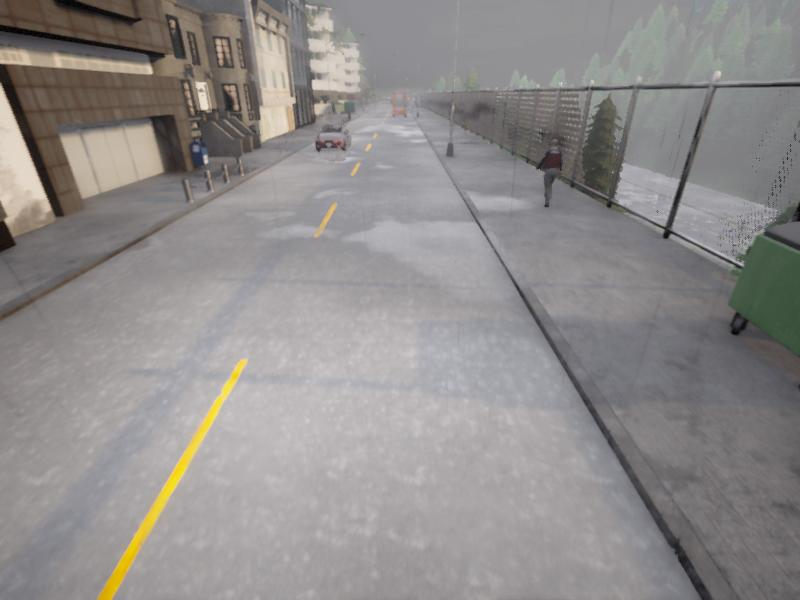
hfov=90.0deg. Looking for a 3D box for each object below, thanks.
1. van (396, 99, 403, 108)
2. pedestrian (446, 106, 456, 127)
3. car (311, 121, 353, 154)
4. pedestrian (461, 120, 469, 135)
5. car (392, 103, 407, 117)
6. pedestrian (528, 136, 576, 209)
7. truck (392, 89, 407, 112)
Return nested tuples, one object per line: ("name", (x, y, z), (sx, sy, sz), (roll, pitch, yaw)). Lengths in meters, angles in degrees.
("van", (-0.094, -49.942, 101.410), (1.775, 1.987, 4.442), (0, 27, 0))
("pedestrian", (4.957, -17.865, 38.962), (0.751, 1.860, 0.751), (1, 27, 2))
("car", (-4.024, -9.955, 24.359), (1.816, 1.474, 4.193), (0, 27, 0))
("pedestrian", (5.111, -13.498, 31.312), (0.500, 1.100, 0.500), (0, 27, 1))
("car", (-0.056, -28.672, 60.334), (2.097, 1.767, 4.553), (0, 27, 0))
("pedestrian", (4.212, -3.561, 11.196), (0.751, 1.860, 0.751), (0, 27, 0))
("truck", (-0.070, -39.001, 78.154), (2.891, 3.827, 8.468), (0, 27, 0))
